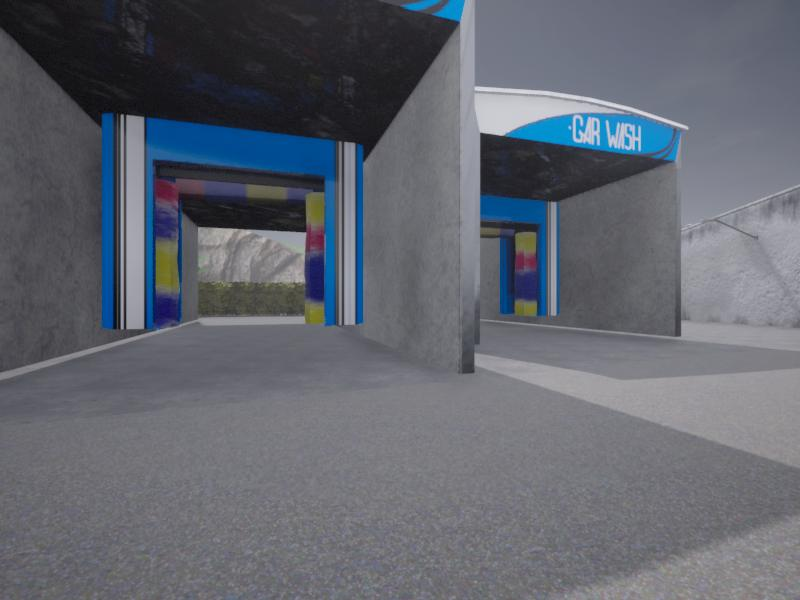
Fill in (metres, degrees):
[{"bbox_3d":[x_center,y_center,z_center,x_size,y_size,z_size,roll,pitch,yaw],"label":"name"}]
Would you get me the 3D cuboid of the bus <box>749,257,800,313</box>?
[{"bbox_3d":[35.428,-1.135,32.689,10.273,4.253,3.944,0,0,0],"label":"bus"}]
